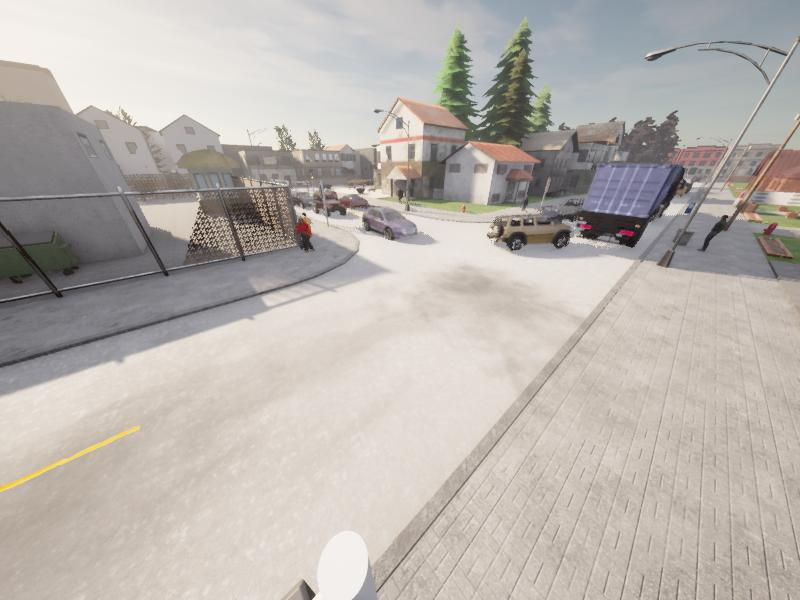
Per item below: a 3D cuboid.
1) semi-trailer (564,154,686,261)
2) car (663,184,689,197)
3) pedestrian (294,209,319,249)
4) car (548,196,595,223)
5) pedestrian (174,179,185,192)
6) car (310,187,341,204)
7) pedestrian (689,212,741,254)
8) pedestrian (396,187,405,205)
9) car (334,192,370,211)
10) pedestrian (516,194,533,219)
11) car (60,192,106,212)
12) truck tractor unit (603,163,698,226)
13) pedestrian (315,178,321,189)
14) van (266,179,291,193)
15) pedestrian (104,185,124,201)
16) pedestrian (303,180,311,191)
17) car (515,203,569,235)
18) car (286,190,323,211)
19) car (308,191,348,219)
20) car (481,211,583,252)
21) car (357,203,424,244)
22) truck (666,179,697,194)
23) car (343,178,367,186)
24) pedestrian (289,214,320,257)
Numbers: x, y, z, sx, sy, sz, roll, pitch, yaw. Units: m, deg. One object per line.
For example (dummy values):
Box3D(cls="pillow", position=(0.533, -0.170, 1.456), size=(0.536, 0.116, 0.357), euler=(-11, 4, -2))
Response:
Box3D(cls="semi-trailer", position=(15.398, -6.713, 15.191), size=(14.254, 4.402, 2.717), euler=(-25, 39, -36))
Box3D(cls="car", position=(43.629, -17.307, 36.445), size=(5.008, 1.535, 1.882), euler=(-23, 37, -34))
Box3D(cls="pedestrian", position=(-5.050, -3.831, 12.508), size=(0.751, 1.860, 0.751), euler=(-21, 36, -31))
Box3D(cls="car", position=(14.969, -7.935, 20.143), size=(3.988, 1.617, 1.851), euler=(-23, 37, -34))
Box3D(cls="pedestrian", position=(-38.022, -19.728, 39.823), size=(0.751, 1.860, 0.751), euler=(-19, 35, -30))
Box3D(cls="car", position=(-9.926, -13.902, 30.558), size=(2.007, 1.525, 4.514), euler=(-23, 37, -34))
Box3D(cls="pedestrian", position=(16.017, -3.428, 11.827), size=(0.751, 1.860, 0.751), euler=(20, 35, 30))
Box3D(cls="pedestrian", position=(0.035, -12.126, 26.893), size=(0.751, 1.860, 0.751), euler=(-23, 37, -34))
Box3D(cls="car", position=(-5.423, -11.160, 25.967), size=(1.994, 1.385, 4.181), euler=(-24, 37, -35))
Box3D(cls="pedestrian", position=(10.668, -8.063, 19.856), size=(0.751, 1.860, 0.751), euler=(11, 32, 18))
Box3D(cls="car", position=(-33.330, -10.450, 24.440), size=(1.816, 1.474, 4.193), euler=(-23, 37, -34))
Box3D(cls="truck tractor unit", position=(21.344, -9.218, 19.749), size=(6.516, 4.208, 3.053), euler=(-20, 35, -30))
Box3D(cls="pedestrian", position=(-16.115, -22.864, 45.473), size=(0.751, 1.860, 0.751), euler=(-16, 34, -25))
Box3D(cls="van", position=(-22.085, -20.817, 42.075), size=(4.442, 1.987, 1.775), euler=(21, 36, 32))
Box3D(cls="pedestrian", position=(-36.707, -13.741, 29.690), size=(0.751, 1.860, 0.751), euler=(-17, 34, -27))
Box3D(cls="pedestrian", position=(-16.645, -20.578, 41.504), size=(0.751, 1.860, 0.751), euler=(12, 32, 20))
Box3D(cls="car", position=(10.362, -5.970, 16.815), size=(3.633, 1.501, 1.845), euler=(-23, 37, -34))
Box3D(cls="car", position=(-10.886, -11.340, 26.136), size=(2.128, 1.511, 4.902), euler=(-23, 37, -34))
Box3D(cls="car", position=(-6.833, -9.084, 21.850), size=(1.905, 1.878, 3.866), euler=(-23, 37, -34))
Box3D(cls="car", position=(7.328, -3.995, 13.152), size=(4.605, 1.855, 1.932), euler=(-5, 24, -10))
Box3D(cls="car", position=(-0.824, -5.281, 15.527), size=(2.033, 1.649, 4.856), euler=(-20, 35, -31))
Box3D(cls="truck", position=(49.349, -19.950, 40.461), size=(6.274, 2.098, 2.390), euler=(-23, 37, -34))
Box3D(cls="car", position=(-11.035, -29.263, 57.110), size=(5.366, 1.575, 1.801), euler=(-24, 37, -35))
Box3D(cls="pedestrian", position=(-4.685, -3.217, 11.444), size=(0.751, 1.860, 0.751), euler=(15, 33, 23))
